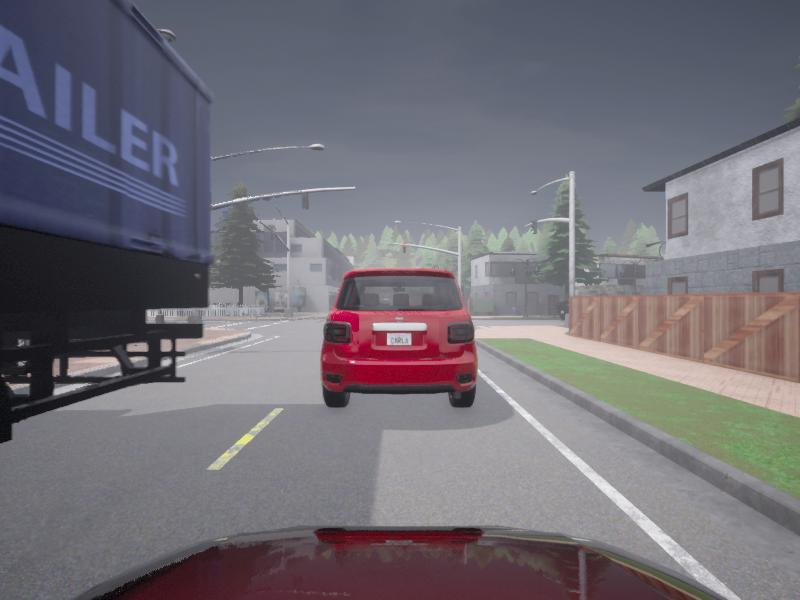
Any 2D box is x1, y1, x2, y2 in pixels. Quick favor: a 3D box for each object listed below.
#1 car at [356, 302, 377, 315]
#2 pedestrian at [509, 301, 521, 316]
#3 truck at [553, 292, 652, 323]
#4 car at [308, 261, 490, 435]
[{"bbox_3d":[-3.565,0.907,43.454,1.994,1.385,4.181,0,0,0],"label":"car"},{"bbox_3d":[10.416,0.746,36.158,0.751,1.300,0.751,0,0,-23],"label":"pedestrian"},{"bbox_3d":[14.789,0.523,29.358,6.274,2.098,2.390,0,0,-9],"label":"truck"},{"bbox_3d":[-0.013,0.568,7.496,2.150,2.045,5.566,0,0,0],"label":"car"}]
